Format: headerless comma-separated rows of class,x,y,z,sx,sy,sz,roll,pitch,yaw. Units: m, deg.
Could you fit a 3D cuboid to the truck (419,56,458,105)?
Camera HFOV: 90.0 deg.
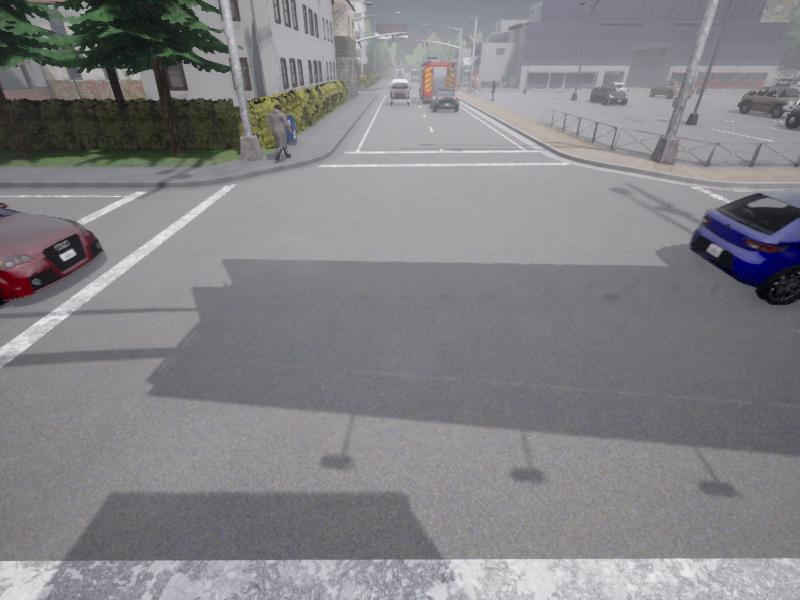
truck,3.503,-21.376,38.835,2.891,3.827,8.468,0,30,0

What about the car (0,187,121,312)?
car,-7.540,-0.914,6.607,4.181,1.385,1.994,0,30,0

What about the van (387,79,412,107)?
van,-0.009,-18.487,35.656,2.069,2.038,4.480,0,30,0

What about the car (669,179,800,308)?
car,7.242,-0.967,6.494,4.193,1.474,1.816,1,31,0

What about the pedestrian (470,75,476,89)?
pedestrian,11.387,-34.157,62.666,0.751,1.860,0.751,4,31,7

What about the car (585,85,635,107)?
car,18.919,-18.562,36.305,2.007,1.523,4.514,0,30,0

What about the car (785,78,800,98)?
car,44.680,-22.694,42.984,1.932,1.855,4.605,0,30,0

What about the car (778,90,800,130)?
car,22.620,-9.742,20.762,1.905,1.878,3.866,0,30,0

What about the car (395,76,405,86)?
car,0.004,-40.262,73.483,1.837,1.490,4.892,0,30,0

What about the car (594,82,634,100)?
car,22.564,-22.178,42.367,1.970,1.475,3.806,0,30,0

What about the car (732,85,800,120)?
car,25.886,-13.696,27.574,1.932,1.855,4.605,0,30,0

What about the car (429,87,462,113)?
car,3.496,-15.889,31.713,2.038,1.542,4.974,0,30,0

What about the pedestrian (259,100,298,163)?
pedestrian,-4.118,-5.742,13.657,0.751,1.860,0.751,10,32,16

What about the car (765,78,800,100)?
car,41.775,-22.500,42.611,1.905,1.878,3.866,0,30,0

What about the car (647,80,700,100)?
car,28.981,-22.417,42.621,2.152,1.636,5.027,0,30,0

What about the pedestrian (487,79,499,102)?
pedestrian,8.843,-19.847,37.878,0.751,1.860,0.751,12,32,20
